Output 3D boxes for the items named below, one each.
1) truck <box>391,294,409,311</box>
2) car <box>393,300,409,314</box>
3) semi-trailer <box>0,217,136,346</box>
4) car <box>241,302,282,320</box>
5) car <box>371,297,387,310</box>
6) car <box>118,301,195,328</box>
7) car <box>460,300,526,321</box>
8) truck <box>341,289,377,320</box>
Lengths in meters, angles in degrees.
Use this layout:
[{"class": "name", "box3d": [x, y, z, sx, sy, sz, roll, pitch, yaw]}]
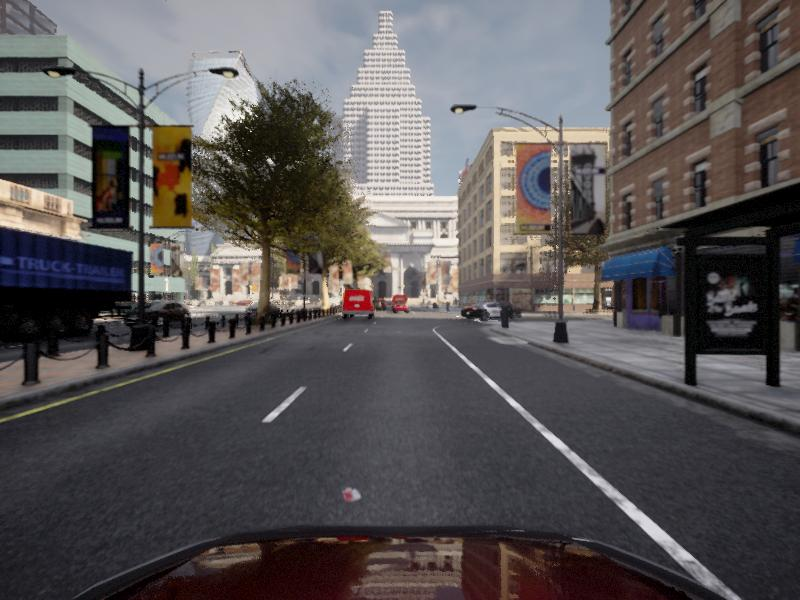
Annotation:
[{"class": "truck", "box3d": [-0.002, 0.368, 62.263, 2.627, 2.467, 5.204, 0, 1, 0]}, {"class": "car", "box3d": [0.076, 0.791, 49.345, 1.851, 1.617, 3.988, 0, 0, -2]}, {"class": "semi-trailer", "box3d": [-14.967, -0.619, 13.458, 2.717, 4.402, 14.254, 0, 0, 0]}, {"class": "car", "box3d": [-11.525, 0.871, 33.663, 1.812, 1.442, 4.674, 0, 0, 0]}, {"class": "car", "box3d": [-3.521, 0.572, 67.811, 2.150, 2.045, 5.566, 0, 0, 2]}, {"class": "car", "box3d": [-14.999, 0.846, 25.010, 1.837, 1.490, 4.892, 0, 0, 0]}, {"class": "car", "box3d": [7.365, 0.825, 31.631, 4.974, 1.542, 2.038, 0, 0, -28]}, {"class": "truck", "box3d": [-3.500, 0.358, 35.159, 2.627, 2.467, 5.204, 0, 0, 0]}]
